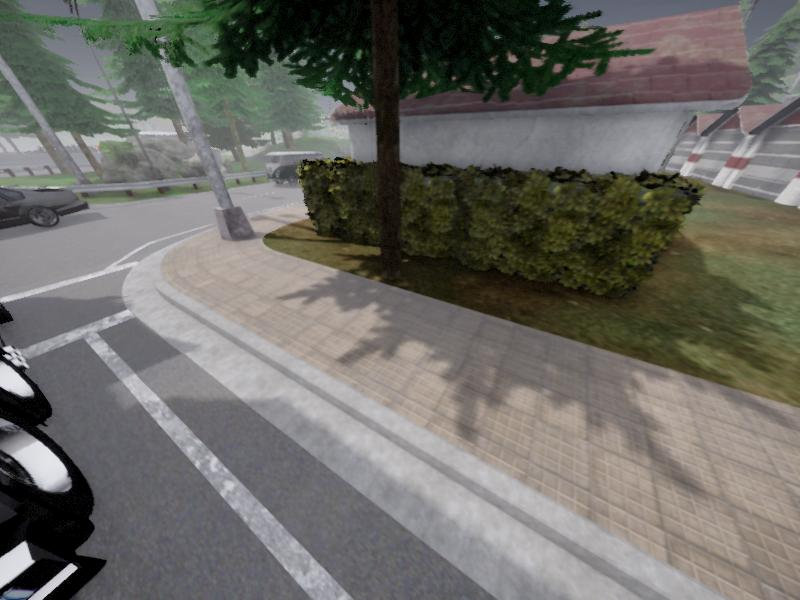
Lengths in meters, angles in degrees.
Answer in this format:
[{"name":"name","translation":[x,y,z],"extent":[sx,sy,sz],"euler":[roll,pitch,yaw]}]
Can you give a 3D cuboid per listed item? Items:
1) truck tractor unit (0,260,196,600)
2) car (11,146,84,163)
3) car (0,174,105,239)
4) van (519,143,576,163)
[{"name":"truck tractor unit","translation":[-5.100,-0.311,0.797],"extent":[6.516,4.208,3.053],"euler":[19,39,24]},{"name":"car","translation":[-53.316,-22.241,35.191],"extent":[2.150,2.045,5.566],"euler":[18,38,24]},{"name":"car","translation":[-12.971,-2.433,6.549],"extent":[2.033,1.411,5.357],"euler":[8,35,11]},{"name":"van","translation":[21.393,-21.619,33.918],"extent":[6.366,2.431,2.351],"euler":[11,36,16]}]
